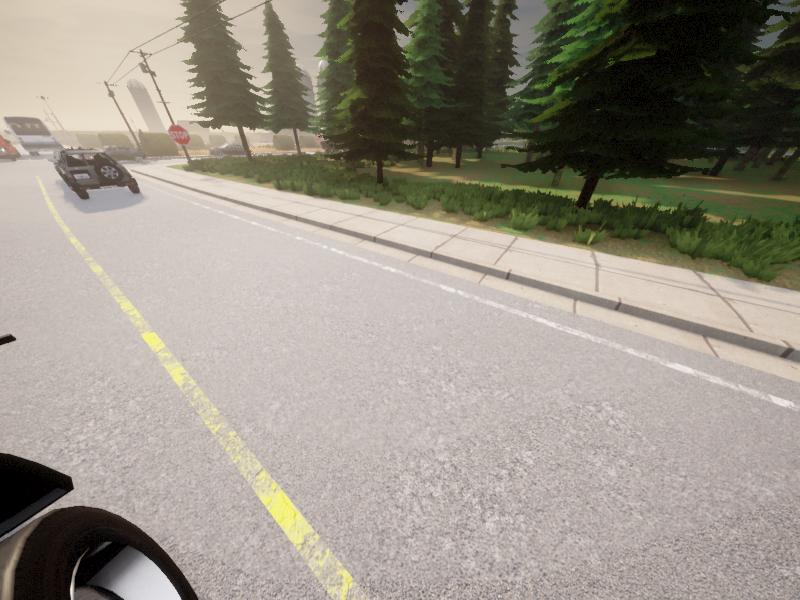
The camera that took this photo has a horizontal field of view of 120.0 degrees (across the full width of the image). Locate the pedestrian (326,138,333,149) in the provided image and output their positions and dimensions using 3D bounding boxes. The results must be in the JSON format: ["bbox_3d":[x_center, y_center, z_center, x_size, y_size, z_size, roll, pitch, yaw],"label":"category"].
[{"bbox_3d":[-14.571,-32.417,47.943,0.751,1.860,0.751,28,44,33],"label":"pedestrian"}]

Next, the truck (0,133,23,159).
[{"bbox_3d":[-48.471,-18.480,27.656,5.204,2.467,2.627,23,41,29],"label":"truck"}]

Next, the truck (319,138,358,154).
[{"bbox_3d":[-10.477,-26.739,40.028,2.390,2.098,6.274,21,40,27],"label":"truck"}]

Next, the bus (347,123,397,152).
[{"bbox_3d":[-5.176,-32.263,46.039,3.944,4.253,10.273,21,40,27],"label":"bus"}]

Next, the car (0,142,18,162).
[{"bbox_3d":[-42.941,-15.731,24.540,3.988,1.617,1.851,23,41,29],"label":"car"}]

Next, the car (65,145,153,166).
[{"bbox_3d":[-28.477,-14.412,22.901,2.128,1.511,4.902,17,38,22],"label":"car"}]

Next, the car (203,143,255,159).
[{"bbox_3d":[-22.545,-19.812,30.619,2.128,1.511,4.902,21,40,27],"label":"car"}]

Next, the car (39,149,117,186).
[{"bbox_3d":[-19.326,-8.062,13.887,4.514,1.525,2.007,25,42,31],"label":"car"}]

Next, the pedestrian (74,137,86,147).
[{"bbox_3d":[-73.254,-36.198,52.859,0.751,1.860,0.751,-24,42,-31],"label":"pedestrian"}]

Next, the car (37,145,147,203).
[{"bbox_3d":[-14.101,-5.926,10.585,4.605,1.855,1.932,23,41,29],"label":"car"}]

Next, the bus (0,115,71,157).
[{"bbox_3d":[-51.472,-22.941,32.413,10.273,4.253,3.944,23,41,29],"label":"bus"}]
